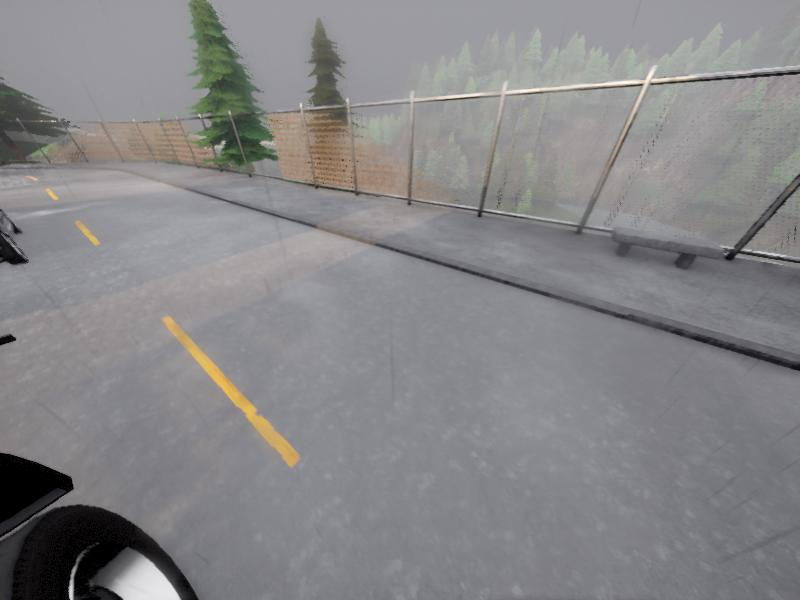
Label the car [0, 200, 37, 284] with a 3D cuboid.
[{"bbox_3d":[-9.797,-1.586,4.636,5.238,1.638,1.930,22,41,28],"label":"car"}]
